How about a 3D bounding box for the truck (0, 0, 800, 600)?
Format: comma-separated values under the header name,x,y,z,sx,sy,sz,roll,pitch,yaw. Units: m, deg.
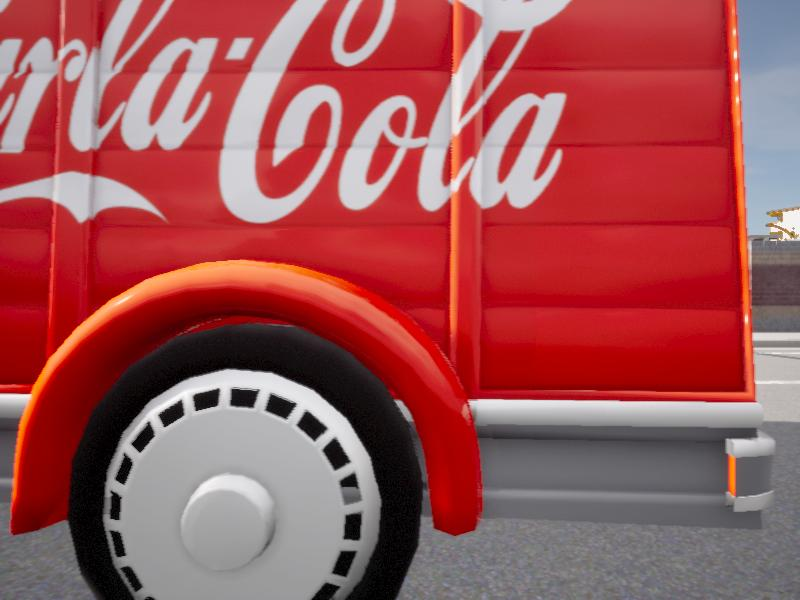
name,x,y,z,sx,sy,sz,roll,pitch,yaw
truck,-1.591,-0.236,2.231,5.204,2.467,2.627,0,0,1
